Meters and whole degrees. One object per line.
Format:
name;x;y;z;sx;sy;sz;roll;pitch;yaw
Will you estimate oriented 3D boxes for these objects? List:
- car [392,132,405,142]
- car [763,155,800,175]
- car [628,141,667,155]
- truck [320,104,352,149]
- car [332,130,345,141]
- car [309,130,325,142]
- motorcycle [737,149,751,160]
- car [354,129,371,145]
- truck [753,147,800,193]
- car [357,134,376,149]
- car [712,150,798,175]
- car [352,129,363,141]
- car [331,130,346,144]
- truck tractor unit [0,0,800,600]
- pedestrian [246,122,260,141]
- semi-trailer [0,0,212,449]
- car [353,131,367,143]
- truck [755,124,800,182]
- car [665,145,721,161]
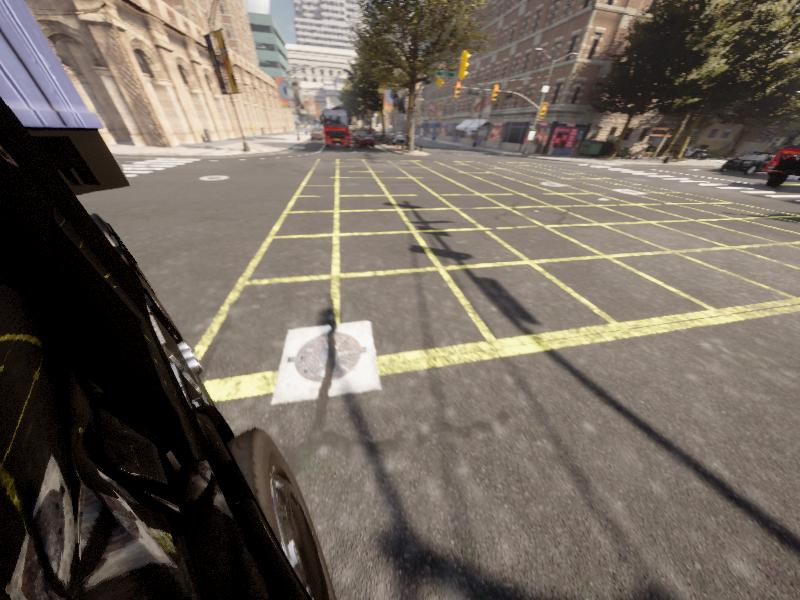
car;-0.340;-32.305;45.715;1.970;1.475;3.806;-5;37;-11
car;38.575;-12.989;22.247;4.674;1.442;1.812;-6;37;-11
car;43.612;-26.896;40.829;1.905;1.878;3.866;-6;37;-11
truck;-7.754;-21.151;28.337;2.891;3.827;8.468;-5;37;-11
car;-10.715;-28.613;40.215;1.994;1.385;4.181;-6;38;-12
car;-13.146;-26.145;36.808;1.895;1.301;4.718;-6;37;-11
motorcycle;54.738;-23.140;36.772;2.356;1.277;0.764;-27;36;-33
car;-5.651;-24.403;34.526;2.097;1.767;4.553;-5;37;-11
truck;26.054;-7.738;13.885;6.274;2.098;2.390;-6;37;-11
car;-4.251;-20.111;29.276;1.895;1.301;4.718;-5;37;-11
car;31.994;-12.421;20.914;5.238;1.638;1.930;-6;38;-12
car;-8.083;-31.376;43.882;1.851;1.617;3.988;-5;37;-11
car;-9.357;-24.747;35.025;1.970;1.475;3.806;-6;37;-11
truck tractor unit;-2.645;-0.295;0.351;6.516;4.208;3.053;28;44;30
pedestrian;-18.393;-21.092;28.951;0.751;1.860;0.751;-5;37;-10
semi-trailer;-10.035;-1.869;1.830;14.254;4.402;2.717;7;36;5
car;-6.862;-27.781;39.247;1.970;1.475;3.806;-5;37;-10
truck;34.081;-11.359;17.792;8.468;3.827;2.891;-6;37;-11
car;44.911;-22.697;35.582;2.038;1.542;4.974;-5;37;-10
